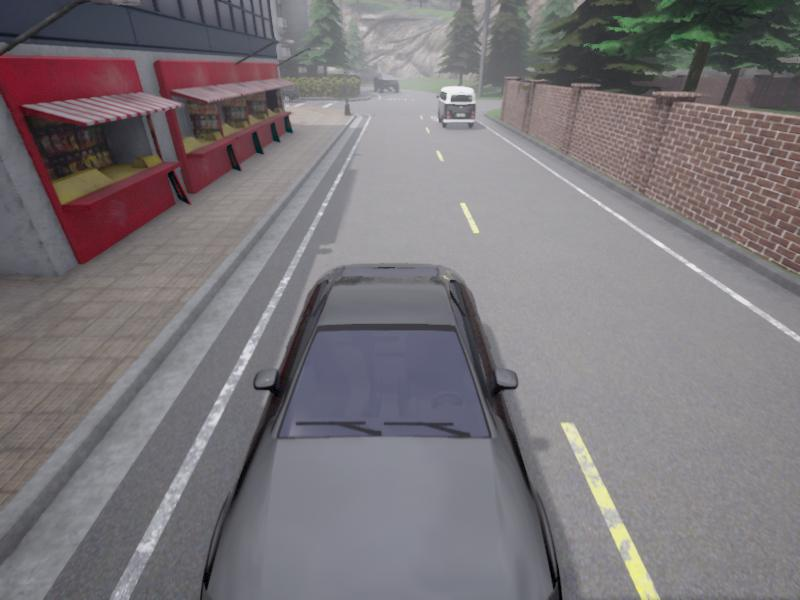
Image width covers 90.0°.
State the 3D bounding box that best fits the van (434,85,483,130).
[{"bbox_3d":[3.245,-11.272,23.259,2.069,2.038,4.480,0,30,0],"label":"van"}]

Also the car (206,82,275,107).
[{"bbox_3d":[-12.978,-16.944,32.965,4.611,1.667,2.242,-1,30,-2],"label":"car"}]

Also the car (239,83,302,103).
[{"bbox_3d":[-11.567,-18.633,36.021,4.892,1.490,1.837,0,30,0],"label":"car"}]

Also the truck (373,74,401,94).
[{"bbox_3d":[-1.794,-27.948,51.709,2.390,2.098,6.274,-7,31,-11],"label":"truck"}]

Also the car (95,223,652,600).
[{"bbox_3d":[-0.103,0.709,3.434,1.994,1.385,4.181,0,30,0],"label":"car"}]
